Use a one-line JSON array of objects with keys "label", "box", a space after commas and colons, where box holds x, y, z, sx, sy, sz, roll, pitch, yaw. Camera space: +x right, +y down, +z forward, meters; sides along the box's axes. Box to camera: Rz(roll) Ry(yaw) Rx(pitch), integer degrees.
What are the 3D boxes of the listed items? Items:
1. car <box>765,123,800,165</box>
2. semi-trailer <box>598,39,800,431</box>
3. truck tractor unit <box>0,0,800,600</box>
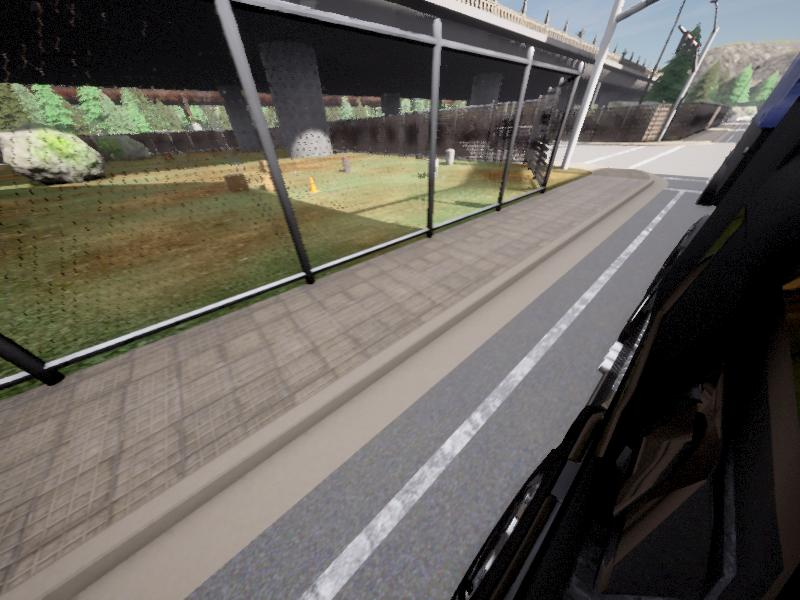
[{"label": "car", "box": [21.568, -7.289, 10.764, 2.242, 1.667, 4.611, -28, 43, -30]}, {"label": "semi-trailer", "box": [8.698, -3.596, 4.241, 14.254, 4.402, 2.717, -28, 43, -30]}, {"label": "truck tractor unit", "box": [2.645, -0.295, 0.352, 6.516, 4.208, 3.053, -28, 44, -30]}]
